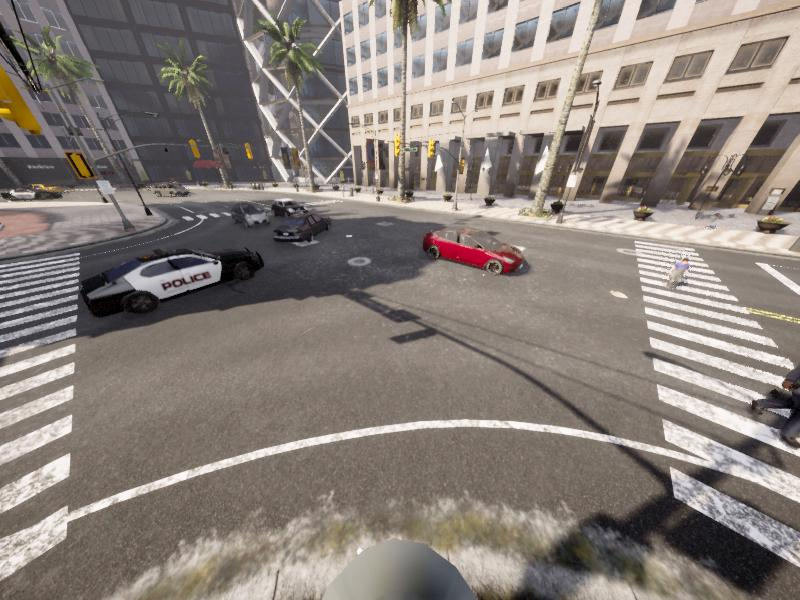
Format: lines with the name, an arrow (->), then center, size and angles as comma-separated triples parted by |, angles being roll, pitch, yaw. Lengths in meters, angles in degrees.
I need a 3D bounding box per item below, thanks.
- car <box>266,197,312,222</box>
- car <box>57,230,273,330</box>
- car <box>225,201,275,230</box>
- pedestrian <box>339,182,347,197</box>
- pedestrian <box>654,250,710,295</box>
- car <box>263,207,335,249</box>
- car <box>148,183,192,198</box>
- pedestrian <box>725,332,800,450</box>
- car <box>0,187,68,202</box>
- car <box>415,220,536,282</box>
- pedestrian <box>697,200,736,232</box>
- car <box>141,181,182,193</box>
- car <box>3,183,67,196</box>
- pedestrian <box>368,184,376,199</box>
car -> -9.942, -8.205, 20.741 | 3.806, 1.475, 1.970 | 23, 37, 34
car -> -7.818, -1.123, 8.427 | 2.038, 1.542, 4.974 | 19, 36, 30
car -> -11.817, -6.735, 18.140 | 3.633, 1.501, 1.845 | 23, 37, 34
pedestrian -> -8.234, -15.896, 33.325 | 0.751, 1.860, 0.751 | -21, 36, -32
pedestrian -> 10.170, -1.013, 8.411 | 0.751, 1.300, 0.751 | 21, 36, 32
car -> -6.172, -4.883, 15.070 | 2.033, 1.411, 5.357 | 2, 30, 4
car -> -34.357, -16.412, 34.551 | 4.605, 1.855, 1.932 | 7, 30, 12
pedestrian -> 6.527, 1.426, 3.627 | 0.751, 1.860, 0.751 | 15, 33, 25
car -> -50.044, -14.487, 31.564 | 4.974, 1.542, 2.038 | -8, 31, -13
car -> 3.320, -2.555, 10.949 | 4.792, 1.488, 2.163 | 23, 37, 34
pedestrian -> 21.257, -5.637, 15.555 | 0.751, 1.860, 0.751 | 24, 38, 35
car -> -42.619, -20.249, 41.407 | 4.611, 1.667, 2.242 | 0, 30, 1
car -> -60.049, -18.334, 38.180 | 5.366, 1.575, 1.801 | -11, 32, -19
pedestrian -> -3.758, -14.669, 31.200 | 0.751, 1.860, 0.751 | 3, 30, 5
